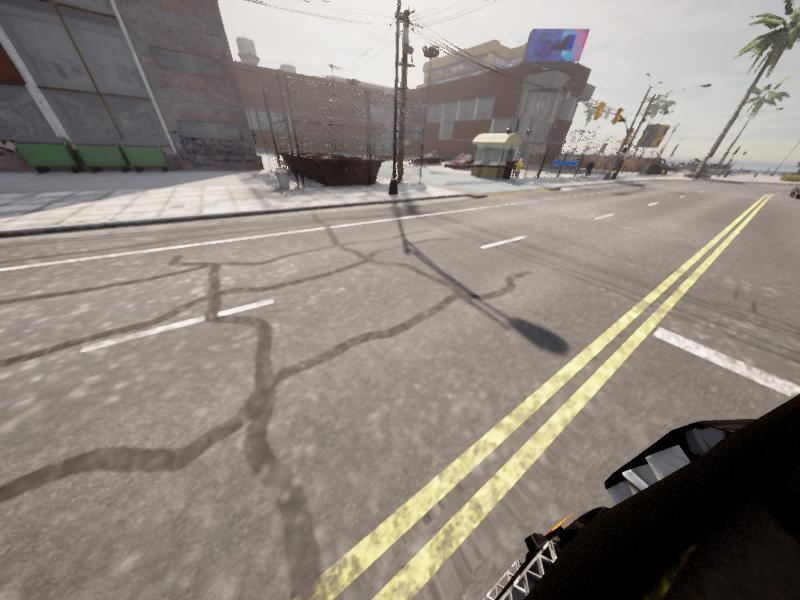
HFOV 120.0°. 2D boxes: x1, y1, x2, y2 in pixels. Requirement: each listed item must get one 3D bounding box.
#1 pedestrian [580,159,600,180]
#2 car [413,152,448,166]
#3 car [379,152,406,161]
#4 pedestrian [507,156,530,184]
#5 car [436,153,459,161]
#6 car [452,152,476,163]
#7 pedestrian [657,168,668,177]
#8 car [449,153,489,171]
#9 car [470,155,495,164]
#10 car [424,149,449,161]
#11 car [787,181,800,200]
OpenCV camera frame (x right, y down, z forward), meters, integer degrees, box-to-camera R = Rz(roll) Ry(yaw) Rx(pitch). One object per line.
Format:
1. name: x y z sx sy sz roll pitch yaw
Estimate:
1. pedestrian: 19.555 -13.456 23.816 0.751 1.860 0.751 -20 40 -31
2. car: 4.614 -21.417 35.131 5.008 1.535 2.097 -19 39 -29
3. car: -1.392 -26.221 42.283 4.718 1.301 1.895 -19 39 -29
4. pedestrian: 9.139 -10.049 17.864 0.751 1.860 0.751 -19 39 -29
5. car: 10.814 -32.621 52.758 4.786 1.482 2.161 -19 39 -29
6. car: 13.637 -30.404 49.182 4.553 1.767 2.185 -19 39 -29
7. pedestrian: 38.236 -18.521 33.601 0.500 1.100 0.500 -15 37 -25
8. car: 8.899 -17.906 29.927 4.553 1.767 2.185 -19 39 -29
9. car: 16.373 -27.899 45.907 4.674 1.452 2.002 -19 39 -29
10. car: 8.712 -34.458 54.885 5.566 2.045 2.435 -19 39 -29
11. car: 34.698 -9.170 19.172 3.806 1.475 1.970 -22 41 -32
